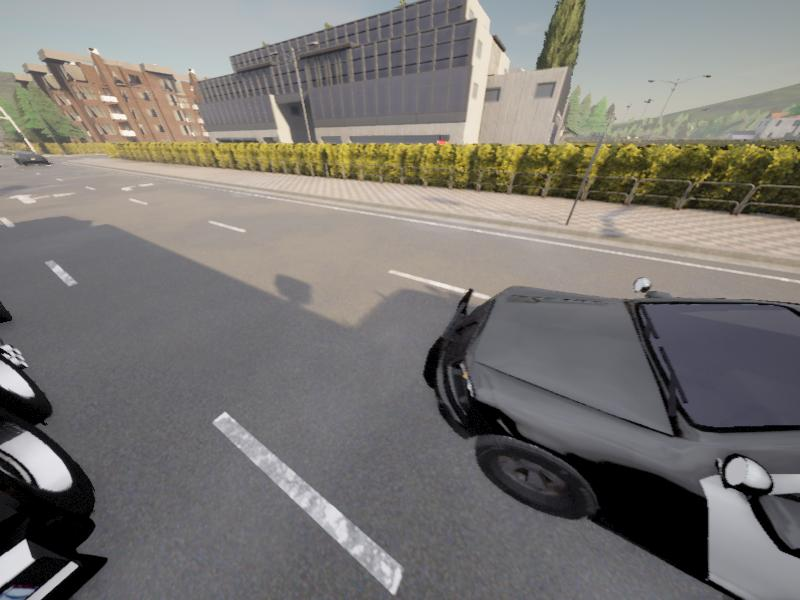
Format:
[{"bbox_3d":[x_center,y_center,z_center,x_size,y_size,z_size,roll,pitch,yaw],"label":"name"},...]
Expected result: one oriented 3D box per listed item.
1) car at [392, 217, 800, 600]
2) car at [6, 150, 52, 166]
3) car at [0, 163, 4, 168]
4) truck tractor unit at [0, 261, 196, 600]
[{"bbox_3d":[2.624,0.844,1.419,4.974,1.542,2.038,18,39,25],"label":"car"},{"bbox_3d":[-43.241,-16.558,26.944,4.181,1.385,1.994,18,39,25],"label":"car"},{"bbox_3d":[-44.960,-14.990,24.445,4.611,1.667,2.242,19,39,26],"label":"car"},{"bbox_3d":[-5.103,-0.310,0.783,6.516,4.208,3.053,19,39,24],"label":"truck tractor unit"}]
